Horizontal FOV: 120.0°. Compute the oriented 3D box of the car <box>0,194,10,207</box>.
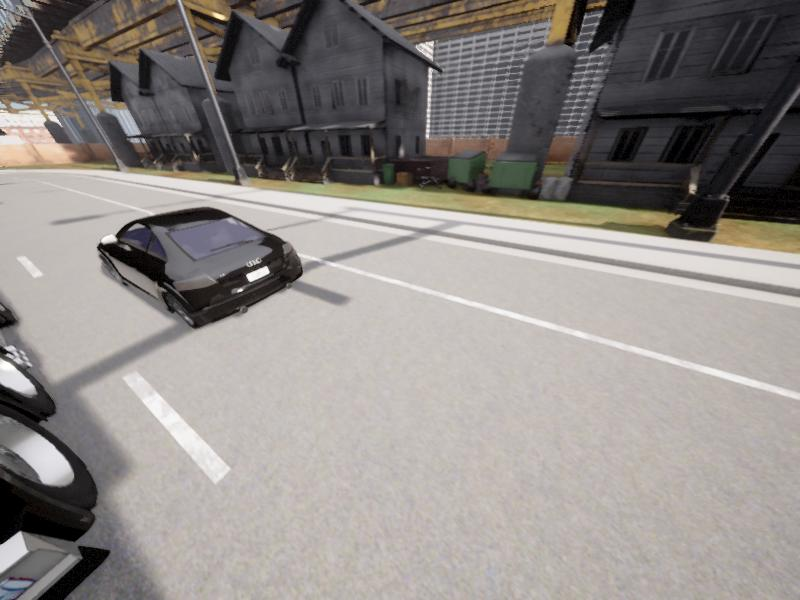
[{"bbox_3d":[-21.051,-4.993,10.500,4.674,1.442,1.812,10,36,16],"label":"car"}]

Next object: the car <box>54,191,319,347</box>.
[{"bbox_3d":[-3.934,-0.986,4.404,4.181,1.385,1.994,18,39,25],"label":"car"}]

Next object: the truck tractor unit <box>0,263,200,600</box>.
[{"bbox_3d":[-5.147,-0.248,0.799,6.516,4.208,3.053,17,40,25],"label":"truck tractor unit"}]
